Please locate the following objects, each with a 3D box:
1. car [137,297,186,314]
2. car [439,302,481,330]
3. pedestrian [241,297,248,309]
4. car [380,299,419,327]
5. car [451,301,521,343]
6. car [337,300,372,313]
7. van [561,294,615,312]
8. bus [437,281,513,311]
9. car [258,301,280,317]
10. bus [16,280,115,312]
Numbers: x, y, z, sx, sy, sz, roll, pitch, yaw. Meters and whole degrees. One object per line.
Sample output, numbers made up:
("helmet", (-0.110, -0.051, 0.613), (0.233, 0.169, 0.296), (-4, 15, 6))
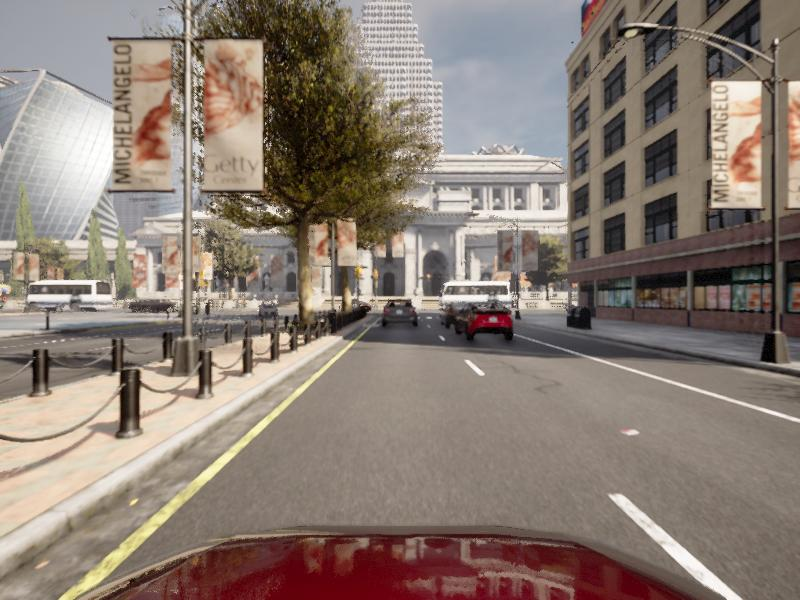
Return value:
("car", (-28.440, 0.642, 47.811), (4.605, 1.855, 1.932), (1, 0, 0))
("car", (3.452, 0.866, 23.782), (1.812, 1.442, 4.674), (0, 0, 0))
("pedestrian", (-24.652, 0.475, 63.451), (0.751, 1.860, 0.751), (0, 0, 19))
("car", (-0.007, 0.752, 25.654), (2.242, 1.667, 4.611), (0, 0, 0))
("car", (3.498, 0.826, 17.133), (2.007, 1.525, 4.514), (0, 0, 0))
("car", (-6.018, 0.820, 52.321), (2.038, 1.542, 4.974), (-1, 1, -44))
("van", (25.579, 0.369, 54.600), (6.366, 2.431, 2.351), (0, 0, 0))
("bus", (10.653, -0.545, 58.036), (10.273, 4.253, 3.944), (0, 0, 0))
("car", (-12.456, 0.820, 37.967), (1.845, 1.501, 3.633), (0, 0, -20))
("bus", (-45.523, -0.547, 54.709), (10.273, 4.253, 3.944), (0, 0, 1))
